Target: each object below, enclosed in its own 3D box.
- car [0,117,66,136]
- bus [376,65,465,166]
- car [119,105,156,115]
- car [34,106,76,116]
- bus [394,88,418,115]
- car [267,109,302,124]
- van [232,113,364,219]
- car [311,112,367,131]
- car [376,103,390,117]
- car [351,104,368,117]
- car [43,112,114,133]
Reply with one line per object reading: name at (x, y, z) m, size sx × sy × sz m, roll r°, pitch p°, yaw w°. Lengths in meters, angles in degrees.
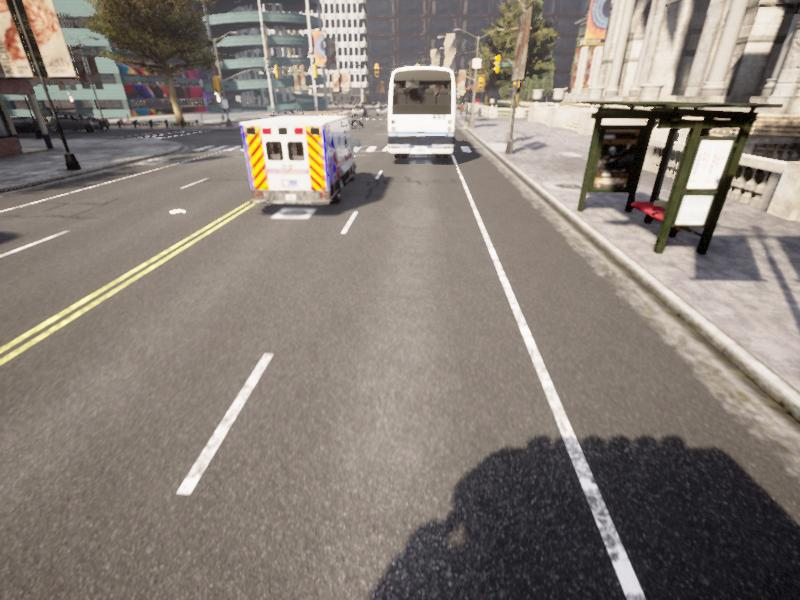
car at (-32.378, -15.196, 34.951) m, size 4.674 × 1.442 × 1.812 m, roll 1°, pitch 27°, yaw 3°
bus at (1.203, -10.854, 23.242) m, size 3.944 × 4.253 × 10.273 m, roll 2°, pitch 27°, yaw 3°
car at (-45.733, -33.167, 69.827) m, size 4.902 × 1.511 × 2.128 m, roll 1°, pitch 27°, yaw 3°
car at (-57.537, -31.537, 66.773) m, size 4.786 × 1.482 × 2.161 m, roll 1°, pitch 27°, yaw 3°
bus at (1.205, -37.222, 74.816) m, size 3.944 × 4.253 × 10.273 m, roll 1°, pitch 27°, yaw 3°
car at (-14.219, -22.652, 49.373) m, size 3.633 × 1.501 × 1.845 m, roll -15°, pitch 31°, yaw -26°
van at (-2.881, -4.824, 13.458) m, size 2.351 × 2.431 × 6.366 m, roll 2°, pitch 27°, yaw 3°
car at (-6.048, -17.874, 39.982) m, size 4.974 × 1.542 × 2.038 m, roll -14°, pitch 30°, yaw -26°
car at (-2.781, -31.320, 65.900) m, size 1.932 × 1.855 × 4.605 m, roll 2°, pitch 27°, yaw 3°
car at (-6.436, -30.210, 63.756) m, size 1.932 × 1.855 × 4.605 m, roll 2°, pitch 26°, yaw 3°
car at (-30.310, -16.825, 37.876) m, size 4.611 × 1.667 × 2.242 m, roll 2°, pitch 27°, yaw 3°
